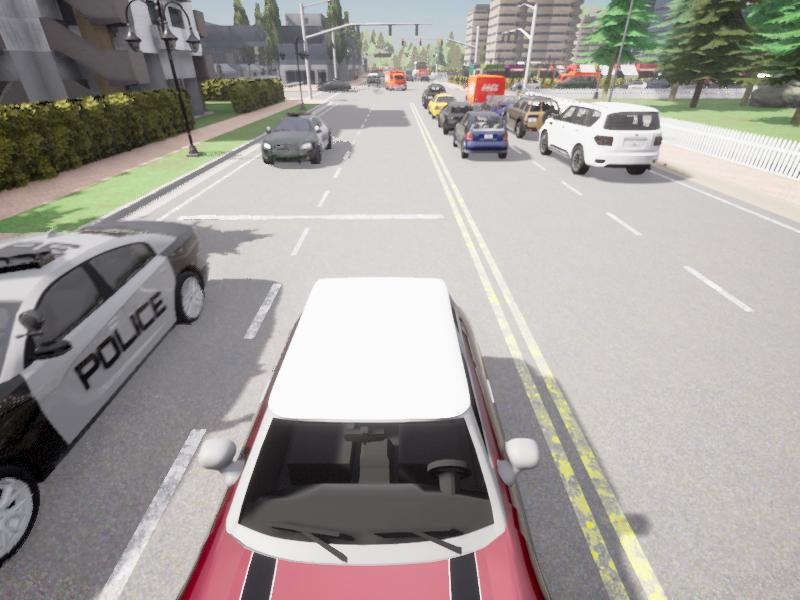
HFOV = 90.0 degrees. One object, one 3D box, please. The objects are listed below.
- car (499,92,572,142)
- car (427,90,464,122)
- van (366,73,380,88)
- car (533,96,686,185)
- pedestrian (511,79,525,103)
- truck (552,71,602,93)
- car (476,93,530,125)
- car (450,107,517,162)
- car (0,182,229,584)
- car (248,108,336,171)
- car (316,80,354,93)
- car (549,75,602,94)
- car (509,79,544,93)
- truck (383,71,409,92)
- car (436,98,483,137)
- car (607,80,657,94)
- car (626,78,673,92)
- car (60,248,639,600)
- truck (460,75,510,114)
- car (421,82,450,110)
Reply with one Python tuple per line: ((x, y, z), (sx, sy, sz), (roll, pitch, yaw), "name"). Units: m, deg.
((6.586, -9.308, 20.104), (1.932, 1.855, 4.605), (0, 30, -1), "car")
((2.989, -13.392, 27.397), (1.801, 1.575, 5.366), (0, 30, -1), "car")
((-4.546, -36.988, 67.371), (2.069, 2.038, 4.480), (0, 30, -1), "van")
((6.669, -5.725, 13.800), (2.150, 2.045, 5.566), (0, 30, -1), "car")
((10.630, -18.864, 36.141), (0.751, 1.860, 0.751), (0, 30, 0), "pedestrian")
((23.866, -29.598, 54.283), (5.204, 2.467, 2.627), (-1, 30, -2), "truck")
((6.510, -12.429, 25.843), (2.163, 1.488, 4.792), (0, 30, -1), "car")
((3.144, -6.675, 15.916), (1.789, 1.549, 3.705), (0, 30, -1), "car")
((-3.696, 0.355, 3.786), (1.930, 1.638, 5.238), (0, 30, -1), "car")
((-3.851, -6.276, 15.264), (2.038, 1.542, 4.974), (0, 30, -1), "car")
((-8.785, -28.829, 53.977), (4.674, 1.442, 1.812), (-9, 32, -15), "car")
((22.427, -27.626, 51.315), (5.566, 2.045, 2.150), (-1, 30, -2), "car")
((17.077, -29.140, 54.346), (3.988, 1.617, 1.851), (0, 30, 0), "car")
((-0.635, -31.427, 57.408), (2.627, 2.467, 5.204), (-7, 31, -12), "truck")
((3.068, -9.826, 21.393), (1.816, 1.474, 4.193), (0, 30, -1), "car")
((29.873, -27.542, 51.680), (4.974, 1.542, 2.038), (-1, 30, -2), "car")
((34.134, -29.437, 54.811), (4.856, 1.649, 2.033), (-1, 30, -2), "car")
((-0.172, 1.065, 2.755), (1.970, 1.475, 3.806), (0, 30, 0), "car")
((6.436, -16.070, 31.102), (2.627, 2.467, 5.204), (0, 30, 0), "truck")
((2.908, -17.072, 33.405), (1.932, 1.855, 4.605), (0, 30, -1), "car")
